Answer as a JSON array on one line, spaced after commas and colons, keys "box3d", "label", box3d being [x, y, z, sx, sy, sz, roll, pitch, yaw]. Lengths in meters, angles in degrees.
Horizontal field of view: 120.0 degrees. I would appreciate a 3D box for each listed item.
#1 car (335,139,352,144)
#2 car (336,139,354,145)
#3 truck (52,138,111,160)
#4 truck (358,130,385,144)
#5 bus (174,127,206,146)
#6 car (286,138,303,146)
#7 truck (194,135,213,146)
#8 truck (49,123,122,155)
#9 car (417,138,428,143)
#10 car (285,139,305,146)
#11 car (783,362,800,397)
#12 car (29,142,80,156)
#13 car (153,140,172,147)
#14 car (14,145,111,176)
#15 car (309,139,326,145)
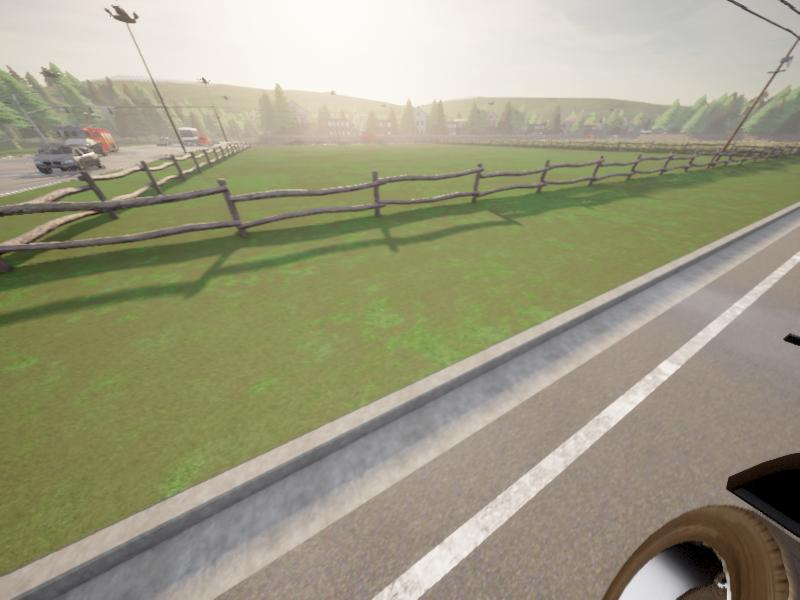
[{"box3d": [-18.943, -52.940, 77.096, 5.008, 1.535, 1.882, -17, 39, -22], "label": "car"}, {"box3d": [-17.644, -51.051, 74.429, 5.366, 1.575, 1.801, -17, 39, -22], "label": "car"}, {"box3d": [-39.758, -19.136, 29.150, 2.390, 2.098, 6.274, -22, 41, -28], "label": "truck"}, {"box3d": [-9.767, -56.649, 80.294, 8.468, 3.827, 2.891, -17, 39, -22], "label": "truck"}, {"box3d": [-60.336, -47.173, 66.810, 3.944, 4.253, 10.273, -17, 39, -22], "label": "bus"}, {"box3d": [-30.104, -45.141, 65.886, 3.866, 1.878, 1.905, -17, 39, -22], "label": "car"}, {"box3d": [-55.045, -44.750, 64.922, 2.627, 2.467, 5.204, -17, 39, -22], "label": "truck"}, {"box3d": [-49.611, -25.732, 36.978, 2.891, 3.827, 8.468, -16, 39, -22], "label": "truck"}, {"box3d": [8.807, -63.540, 92.013, 3.806, 1.475, 1.970, -17, 39, -22], "label": "car"}, {"box3d": [-31.200, -46.999, 68.703, 5.238, 1.638, 1.930, -17, 39, -22], "label": "car"}, {"box3d": [6.477, 0.347, 2.179, 4.181, 1.385, 1.994, -17, 39, -22], "label": "car"}, {"box3d": [-51.792, -22.849, 34.839, 2.152, 1.651, 5.027, -16, 38, -21], "label": "car"}, {"box3d": [-66.456, -43.846, 64.677, 2.152, 1.651, 5.027, -17, 39, -22], "label": "car"}, {"box3d": [-25.519, -10.868, 17.829, 2.242, 1.667, 4.611, -17, 39, -22], "label": "car"}, {"box3d": [-26.411, -50.662, 73.975, 4.792, 1.488, 2.163, -17, 39, -22], "label": "car"}]
